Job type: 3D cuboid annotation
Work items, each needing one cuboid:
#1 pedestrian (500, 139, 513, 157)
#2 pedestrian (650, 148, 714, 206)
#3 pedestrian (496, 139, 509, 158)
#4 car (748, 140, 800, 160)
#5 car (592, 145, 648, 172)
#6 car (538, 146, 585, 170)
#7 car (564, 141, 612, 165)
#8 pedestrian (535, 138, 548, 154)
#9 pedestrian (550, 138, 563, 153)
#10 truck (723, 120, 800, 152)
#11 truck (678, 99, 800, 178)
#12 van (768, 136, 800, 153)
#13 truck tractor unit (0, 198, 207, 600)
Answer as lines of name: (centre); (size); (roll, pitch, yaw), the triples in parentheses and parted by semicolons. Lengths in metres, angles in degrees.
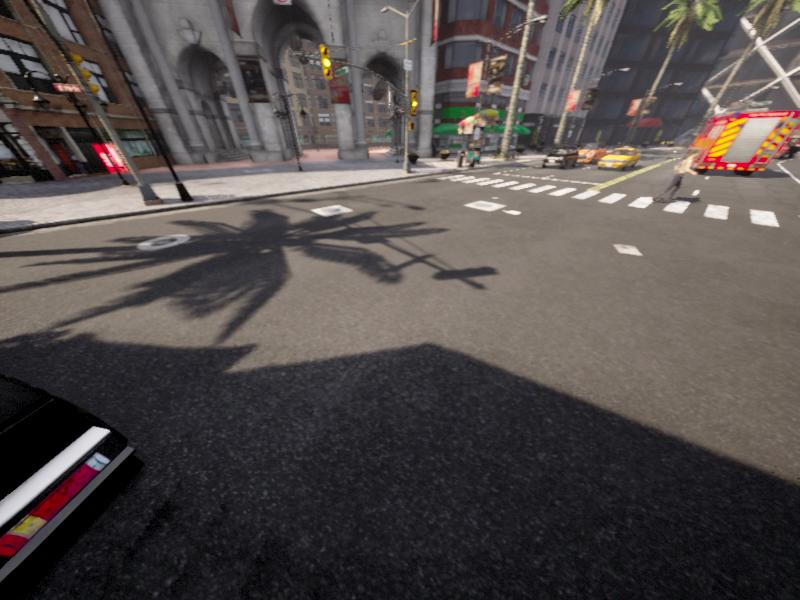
pedestrian: (13.033, -18.615, 28.323); (0.751, 1.860, 0.751); (-21, 40, -26)
pedestrian: (10.583, -4.665, 8.783); (0.751, 1.860, 0.751); (25, 42, 31)
pedestrian: (12.326, -18.313, 27.905); (0.751, 1.860, 0.751); (-23, 41, -28)
car: (41.567, -16.514, 25.389); (5.027, 1.651, 2.152); (-16, 38, -20)
car: (17.991, -11.598, 18.812); (5.366, 1.575, 1.801); (-26, 42, -31)
car: (13.818, -12.195, 19.750); (3.705, 1.549, 1.789); (-26, 42, -32)
car: (18.761, -14.685, 23.003); (4.553, 1.767, 2.097); (-26, 42, -31)
pedestrian: (20.022, -21.780, 32.712); (0.751, 1.860, 0.751); (-22, 40, -27)
pedestrian: (23.700, -23.415, 34.978); (0.751, 1.860, 0.751); (-19, 39, -25)
truck: (57.910, -25.556, 36.072); (8.468, 3.827, 2.891); (0, 35, 1)
truck: (23.980, -11.573, 16.727); (2.891, 3.827, 8.468); (25, 42, 32)
van: (57.831, -22.707, 33.620); (4.442, 1.987, 1.775); (0, 35, 1)
truck tractor unit: (-5.353, 0.097, 0.237); (6.516, 4.208, 3.053); (4, 34, 7)
